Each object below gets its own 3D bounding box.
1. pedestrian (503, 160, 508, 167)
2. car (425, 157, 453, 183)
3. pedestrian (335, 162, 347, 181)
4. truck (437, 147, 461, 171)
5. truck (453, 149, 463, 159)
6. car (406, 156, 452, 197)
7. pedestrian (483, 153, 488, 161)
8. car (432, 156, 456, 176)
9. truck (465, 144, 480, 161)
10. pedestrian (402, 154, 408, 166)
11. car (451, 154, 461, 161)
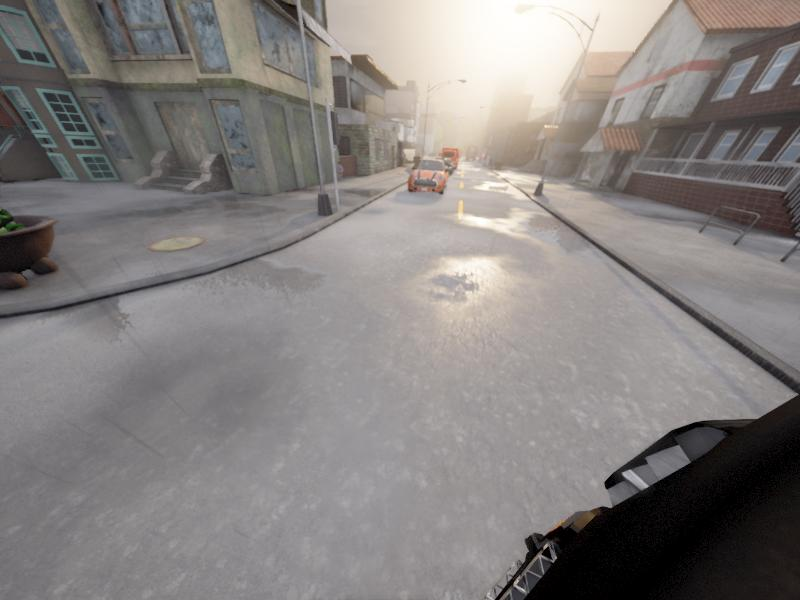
[{"bbox_3d":[18.202,-23.600,39.930,0.500,1.100,0.500,8,34,8],"label":"pedestrian"},{"bbox_3d":[3.381,-11.224,19.797,1.851,1.617,3.988,9,34,10],"label":"car"},{"bbox_3d":[-3.944,-8.617,15.503,0.500,1.100,0.500,10,34,11],"label":"pedestrian"},{"bbox_3d":[6.693,-19.223,31.385,2.627,2.467,5.204,9,34,10],"label":"truck"},{"bbox_3d":[19.847,-49.761,78.680,2.627,2.467,5.204,9,34,10],"label":"truck"},{"bbox_3d":[1.893,-7.826,14.363,2.097,1.767,4.553,9,34,10],"label":"car"},{"bbox_3d":[23.378,-39.049,63.050,0.751,1.860,0.751,16,35,18],"label":"pedestrian"},{"bbox_3d":[4.916,-14.757,25.339,2.038,1.542,4.974,9,34,10],"label":"car"},{"bbox_3d":[20.324,-41.680,65.239,2.891,3.827,8.468,9,34,10],"label":"truck"},{"bbox_3d":[0.656,-19.791,32.636,0.751,1.300,0.751,0,33,-4],"label":"pedestrian"},{"bbox_3d":[14.714,-37.457,60.605,2.033,1.411,5.357,9,34,10],"label":"car"}]
